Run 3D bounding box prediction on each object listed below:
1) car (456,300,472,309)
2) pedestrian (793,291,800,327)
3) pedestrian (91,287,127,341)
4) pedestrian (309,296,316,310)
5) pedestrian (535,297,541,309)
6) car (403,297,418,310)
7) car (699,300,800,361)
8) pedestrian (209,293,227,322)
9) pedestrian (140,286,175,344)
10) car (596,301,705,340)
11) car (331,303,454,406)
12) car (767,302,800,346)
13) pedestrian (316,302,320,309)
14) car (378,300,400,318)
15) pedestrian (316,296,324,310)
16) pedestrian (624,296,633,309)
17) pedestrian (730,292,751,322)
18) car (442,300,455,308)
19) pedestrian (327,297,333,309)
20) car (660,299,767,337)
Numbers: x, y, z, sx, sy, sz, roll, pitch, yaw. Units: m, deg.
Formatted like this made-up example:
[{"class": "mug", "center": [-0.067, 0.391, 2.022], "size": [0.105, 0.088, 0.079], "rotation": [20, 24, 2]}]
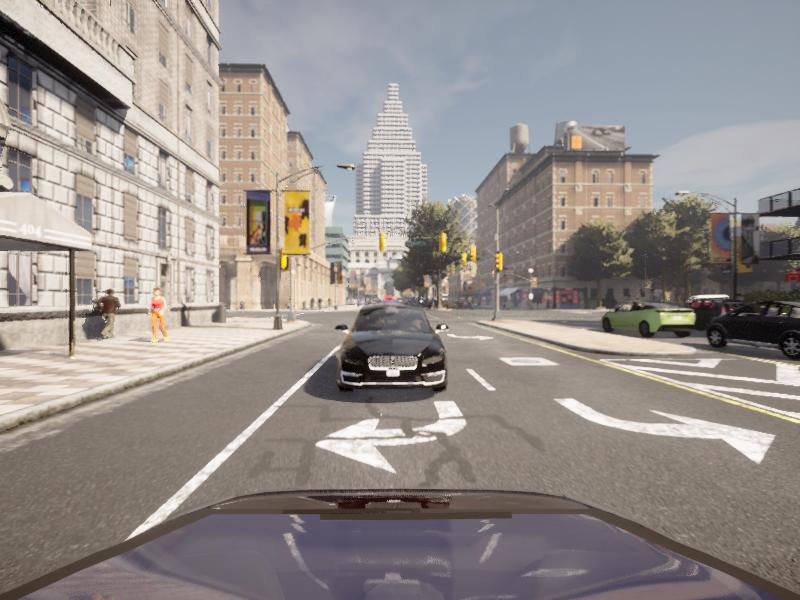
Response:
[{"class": "car", "center": [12.743, 0.821, 79.902], "size": [2.152, 1.651, 5.027], "rotation": [0, 0, -2]}, {"class": "pedestrian", "center": [21.067, 0.453, 20.706], "size": [0.751, 1.860, 0.751], "rotation": [0, 0, -3]}, {"class": "pedestrian", "center": [-10.250, 0.469, 14.119], "size": [0.751, 1.860, 0.751], "rotation": [0, 0, -4]}, {"class": "pedestrian", "center": [-11.580, 0.424, 52.886], "size": [0.751, 1.860, 0.751], "rotation": [0, 0, -4]}, {"class": "pedestrian", "center": [21.249, 0.405, 61.712], "size": [0.751, 1.860, 0.751], "rotation": [0, 0, 2]}, {"class": "car", "center": [1.646, 0.485, 65.958], "size": [2.150, 2.045, 5.566], "rotation": [0, 0, -2]}, {"class": "car", "center": [11.228, 0.796, 11.946], "size": [1.789, 1.549, 3.705], "rotation": [0, 0, -2]}, {"class": "pedestrian", "center": [-11.778, 0.456, 25.952], "size": [0.751, 1.860, 0.751], "rotation": [0, 0, 12]}, {"class": "pedestrian", "center": [-7.962, 0.470, 13.148], "size": [0.751, 1.860, 0.751], "rotation": [0, 0, -8]}, {"class": "car", "center": [11.041, 0.802, 18.127], "size": [2.007, 1.525, 4.514], "rotation": [0, 0, -2]}, {"class": "car", "center": [-0.173, 0.833, 8.414], "size": [1.837, 1.490, 4.892], "rotation": [0, 0, -2]}, {"class": "car", "center": [14.713, 0.824, 12.536], "size": [1.837, 1.490, 4.892], "rotation": [0, 0, -2]}, {"class": "pedestrian", "center": [-12.606, 0.794, 61.238], "size": [0.500, 1.100, 0.500], "rotation": [0, 0, -1]}, {"class": "car", "center": [-0.998, 0.778, 36.610], "size": [1.882, 1.535, 5.008], "rotation": [0, 0, -2]}, {"class": "pedestrian", "center": [-10.638, 0.423, 53.106], "size": [0.751, 1.860, 0.751], "rotation": [0, 0, 13]}, {"class": "pedestrian", "center": [33.067, 0.406, 57.861], "size": [0.751, 1.860, 0.751], "rotation": [0, 0, -3]}, {"class": "pedestrian", "center": [21.565, 0.448, 25.346], "size": [0.751, 1.860, 0.751], "rotation": [0, 0, 0]}, {"class": "car", "center": [9.317, 0.724, 77.334], "size": [1.801, 1.575, 5.366], "rotation": [0, 0, -2]}, {"class": "pedestrian", "center": [-10.989, 0.412, 62.819], "size": [0.751, 1.860, 0.751], "rotation": [0, 0, 2]}, {"class": "car", "center": [14.530, 0.760, 18.896], "size": [1.851, 1.617, 3.988], "rotation": [0, 0, -2]}]
